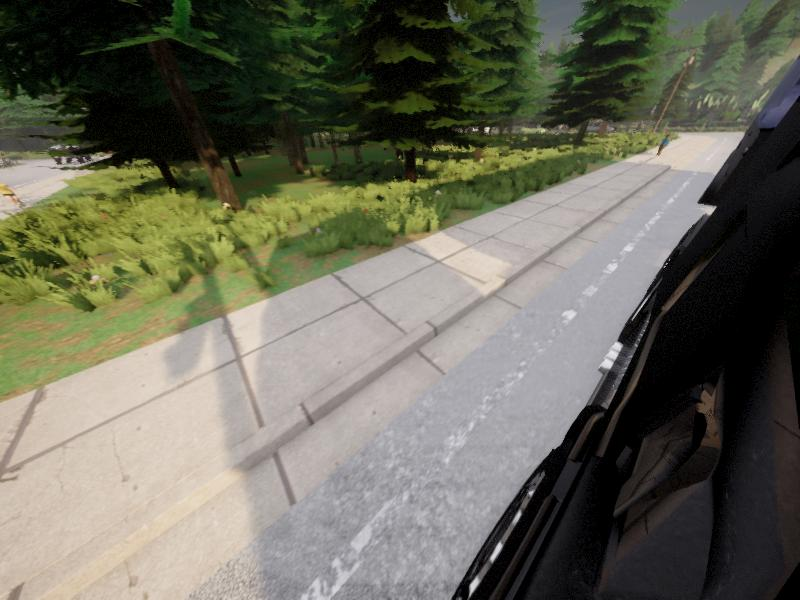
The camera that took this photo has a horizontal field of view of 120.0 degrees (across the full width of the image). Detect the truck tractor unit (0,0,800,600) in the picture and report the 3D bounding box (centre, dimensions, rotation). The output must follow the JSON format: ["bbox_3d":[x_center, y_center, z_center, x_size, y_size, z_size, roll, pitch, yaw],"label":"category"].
[{"bbox_3d":[2.645,-0.295,0.351,6.516,4.208,3.053,-28,44,-30],"label":"truck tractor unit"}]

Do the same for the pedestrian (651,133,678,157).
[{"bbox_3d":[15.506,-9.091,13.558,0.500,1.100,0.500,-17,39,-19],"label":"pedestrian"}]

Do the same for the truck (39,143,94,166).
[{"bbox_3d":[-43.359,-19.214,30.286,2.390,2.098,6.274,-27,43,-29],"label":"truck"}]

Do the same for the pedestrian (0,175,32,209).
[{"bbox_3d":[-15.354,-4.229,9.028,0.500,1.100,0.500,23,44,30],"label":"pedestrian"}]

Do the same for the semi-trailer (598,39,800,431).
[{"bbox_3d":[8.705,-3.606,4.213,14.254,4.402,2.717,-28,44,-30],"label":"semi-trailer"}]
